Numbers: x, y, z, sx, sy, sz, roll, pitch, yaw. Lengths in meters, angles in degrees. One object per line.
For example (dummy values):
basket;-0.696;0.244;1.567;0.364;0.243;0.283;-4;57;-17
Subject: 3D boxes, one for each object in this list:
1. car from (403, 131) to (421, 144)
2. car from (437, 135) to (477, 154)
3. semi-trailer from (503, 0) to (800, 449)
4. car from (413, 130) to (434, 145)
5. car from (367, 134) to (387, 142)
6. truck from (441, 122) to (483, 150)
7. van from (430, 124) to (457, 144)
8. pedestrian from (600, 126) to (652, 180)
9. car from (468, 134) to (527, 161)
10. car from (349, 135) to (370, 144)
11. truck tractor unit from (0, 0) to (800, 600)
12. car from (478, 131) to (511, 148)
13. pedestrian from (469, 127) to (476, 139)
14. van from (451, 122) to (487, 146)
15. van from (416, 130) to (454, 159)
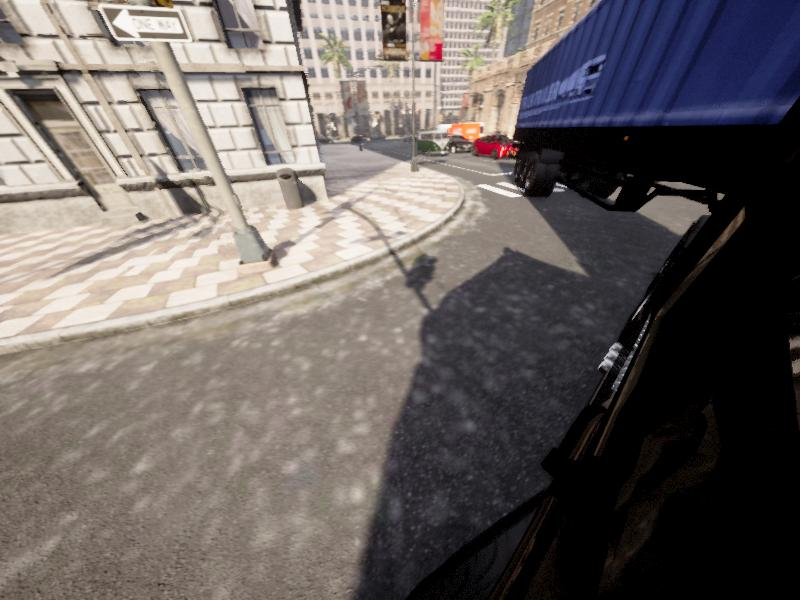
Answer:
car;2.180;-31.116;44.186;2.097;1.767;4.553;-11;37;-11
car;5.793;-16.389;24.245;1.837;1.490;4.892;-12;37;-12
semi-trailer;5.476;-4.676;5.914;2.717;4.402;14.254;7;38;11
car;3.893;-27.759;39.451;1.932;1.855;4.605;-12;37;-12
car;-5.990;-42.947;61.061;4.902;1.511;2.128;-11;37;-11
truck;7.578;-20.564;28.958;2.627;2.467;5.204;-12;37;-12
van;7.313;-28.572;39.767;1.988;2.561;5.915;-12;37;-12
pedestrian;9.652;-6.277;9.937;0.751;1.860;0.751;-21;40;-23
car;7.752;-12.587;18.934;2.007;1.525;4.514;-12;37;-12
car;-9.145;-36.228;52.170;4.674;1.442;1.812;27;45;34
truck tractor unit;2.645;-0.295;0.351;6.516;4.208;3.053;-28;44;-30
car;11.489;-19.819;28.476;1.845;1.501;3.633;-12;37;-12
pedestrian;13.474;-31.125;43.083;0.751;1.860;0.751;-9;37;-9
van;9.652;-23.864;33.230;1.988;2.561;5.915;-12;37;-12
van;3.093;-14.595;21.583;1.775;1.987;4.442;-12;37;-12
